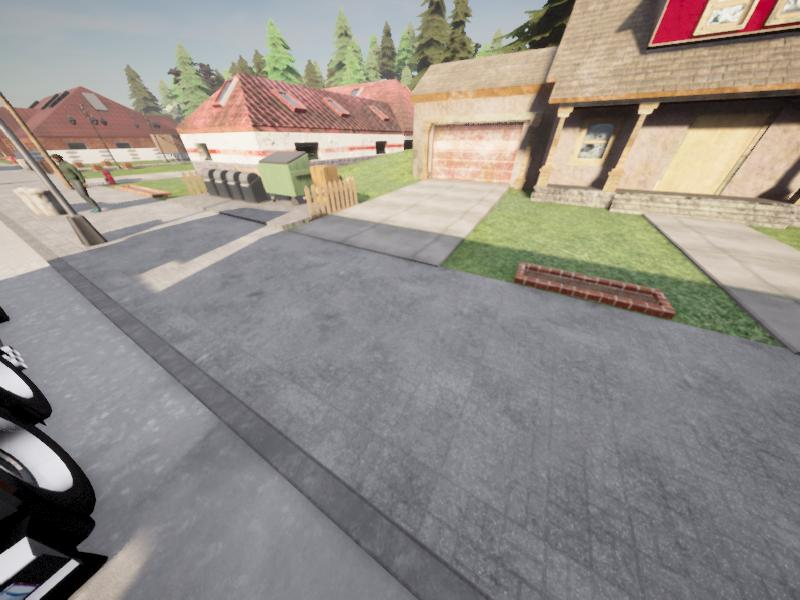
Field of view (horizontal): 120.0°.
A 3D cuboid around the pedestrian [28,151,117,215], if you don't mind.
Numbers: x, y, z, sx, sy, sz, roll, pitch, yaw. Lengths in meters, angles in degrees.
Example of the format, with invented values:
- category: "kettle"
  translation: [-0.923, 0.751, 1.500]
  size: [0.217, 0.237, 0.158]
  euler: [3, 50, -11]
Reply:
- category: "pedestrian"
  translation: [-11.135, -3.995, 7.954]
  size: [0.751, 1.860, 0.751]
  euler: [9, 36, 13]

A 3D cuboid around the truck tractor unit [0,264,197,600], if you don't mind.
- category: "truck tractor unit"
  translation: [-5.114, -0.296, 0.784]
  size: [6.516, 4.208, 3.053]
  euler: [18, 39, 24]
